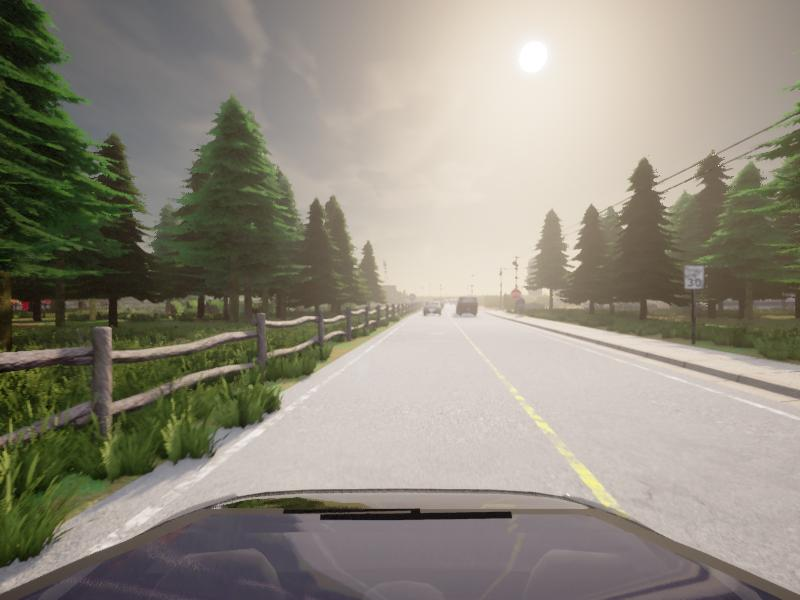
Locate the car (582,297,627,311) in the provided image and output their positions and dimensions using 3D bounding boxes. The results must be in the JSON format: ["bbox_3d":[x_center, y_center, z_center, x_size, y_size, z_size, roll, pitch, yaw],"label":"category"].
[{"bbox_3d":[30.533,0.651,59.863,5.566,2.045,2.150,0,0,4],"label":"car"}]

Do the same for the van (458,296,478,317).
[{"bbox_3d":[6.843,0.628,40.692,1.775,1.987,4.442,0,0,6],"label":"van"}]

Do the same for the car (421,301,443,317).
[{"bbox_3d":[3.376,0.866,41.297,2.128,1.511,4.902,0,0,6],"label":"car"}]

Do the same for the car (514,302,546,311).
[{"bbox_3d":[19.660,0.989,60.614,4.181,1.385,1.994,0,0,4],"label":"car"}]

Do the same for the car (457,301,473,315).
[{"bbox_3d":[7.556,0.879,46.877,1.837,1.490,4.892,0,0,8],"label":"car"}]

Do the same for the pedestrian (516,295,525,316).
[{"bbox_3d":[10.733,0.510,35.606,0.751,1.860,0.751,0,0,21],"label":"pedestrian"}]

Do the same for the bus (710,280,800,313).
[{"bbox_3d":[49.544,-0.456,55.185,10.273,4.253,3.944,0,0,4],"label":"bus"}]

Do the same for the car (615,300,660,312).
[{"bbox_3d":[33.340,0.859,56.183,5.027,1.651,2.152,0,0,4],"label":"car"}]
